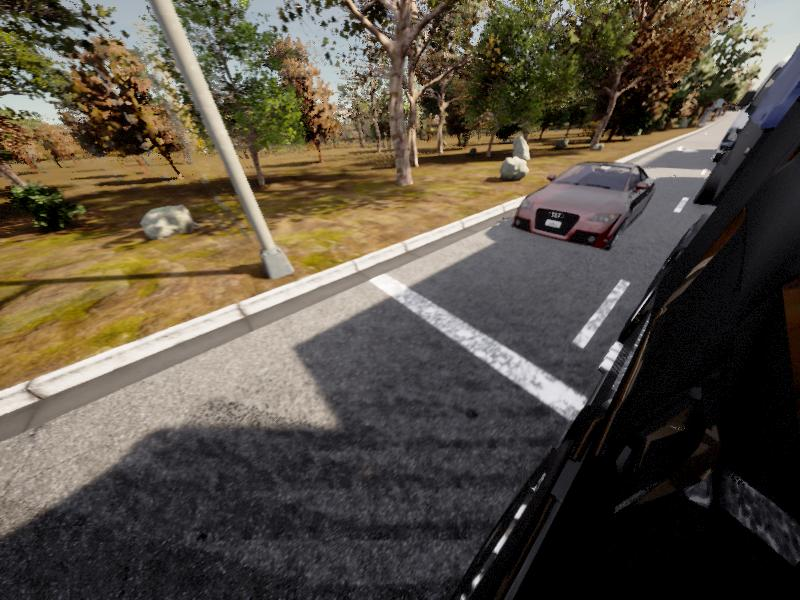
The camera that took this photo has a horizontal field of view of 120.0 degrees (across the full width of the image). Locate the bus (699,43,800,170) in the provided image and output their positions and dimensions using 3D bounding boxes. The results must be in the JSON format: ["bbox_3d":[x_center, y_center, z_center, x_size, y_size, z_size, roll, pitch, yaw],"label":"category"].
[{"bbox_3d":[20.656,-10.000,12.183,10.273,4.253,3.944,-29,44,-31],"label":"bus"}]

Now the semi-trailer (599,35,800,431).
[{"bbox_3d":[8.659,-3.628,4.269,14.254,4.402,2.717,-29,44,-30],"label":"semi-trailer"}]

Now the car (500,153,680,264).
[{"bbox_3d":[4.627,-2.531,5.618,4.181,1.385,1.994,-29,44,-30],"label":"car"}]

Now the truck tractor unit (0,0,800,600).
[{"bbox_3d":[2.645,-0.295,0.351,6.516,4.208,3.053,-28,44,-30],"label":"truck tractor unit"}]
